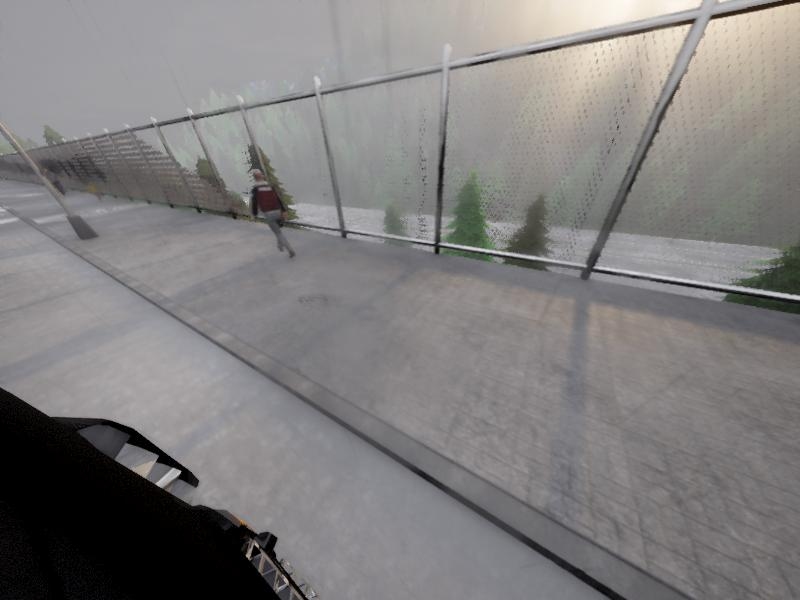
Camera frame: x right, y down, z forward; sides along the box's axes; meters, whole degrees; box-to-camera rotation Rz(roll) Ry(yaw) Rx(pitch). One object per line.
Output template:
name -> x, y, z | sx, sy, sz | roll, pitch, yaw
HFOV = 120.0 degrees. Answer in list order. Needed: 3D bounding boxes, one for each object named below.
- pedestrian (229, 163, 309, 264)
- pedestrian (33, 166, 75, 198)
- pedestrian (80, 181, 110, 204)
pedestrian -> -2.755, -1.863, 5.013 | 0.751, 1.860, 0.751 | 25, 42, 35
pedestrian -> -24.239, -8.282, 16.217 | 0.751, 1.860, 0.751 | 18, 39, 28
pedestrian -> -17.495, -6.180, 13.256 | 0.500, 1.100, 0.500 | 18, 39, 28
